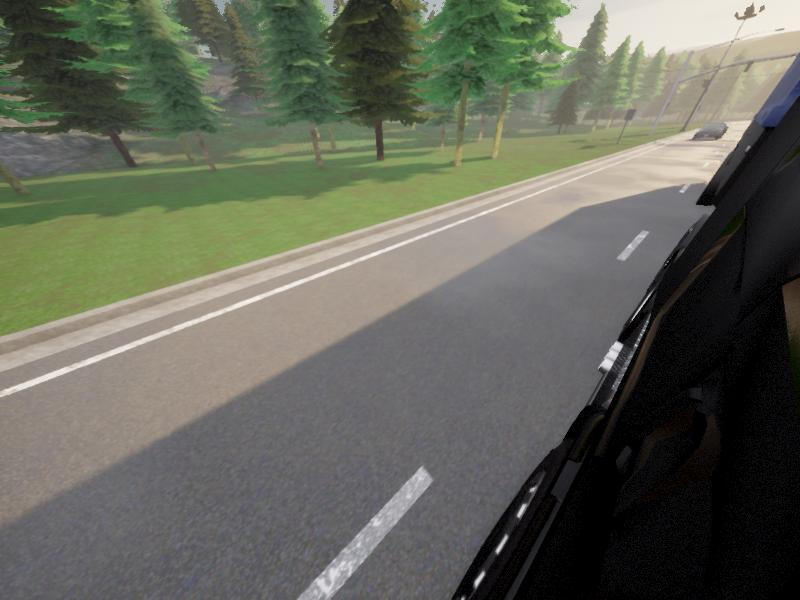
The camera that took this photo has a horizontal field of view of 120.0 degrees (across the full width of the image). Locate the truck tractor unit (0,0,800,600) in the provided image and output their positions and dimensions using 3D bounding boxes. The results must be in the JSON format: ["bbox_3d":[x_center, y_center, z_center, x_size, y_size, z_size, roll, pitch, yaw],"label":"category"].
[{"bbox_3d":[2.645,-0.295,0.352,6.516,4.208,3.053,-28,44,-30],"label":"truck tractor unit"}]

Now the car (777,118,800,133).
[{"bbox_3d":[48.910,-21.077,27.812,4.181,1.385,1.994,-11,38,-11],"label":"car"}]

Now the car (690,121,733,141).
[{"bbox_3d":[31.868,-17.256,23.620,4.674,1.442,1.812,-26,43,-28],"label":"car"}]

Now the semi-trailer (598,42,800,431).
[{"bbox_3d":[8.699,-3.595,4.240,14.254,4.402,2.717,-28,44,-30],"label":"semi-trailer"}]

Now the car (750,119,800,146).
[{"bbox_3d":[30.669,-13.518,18.613,1.789,1.549,3.705,27,46,33],"label":"car"}]
